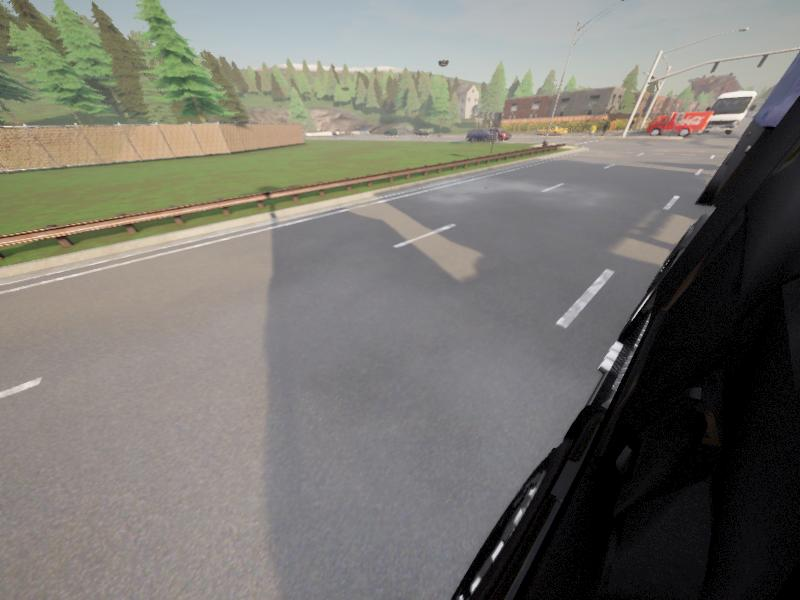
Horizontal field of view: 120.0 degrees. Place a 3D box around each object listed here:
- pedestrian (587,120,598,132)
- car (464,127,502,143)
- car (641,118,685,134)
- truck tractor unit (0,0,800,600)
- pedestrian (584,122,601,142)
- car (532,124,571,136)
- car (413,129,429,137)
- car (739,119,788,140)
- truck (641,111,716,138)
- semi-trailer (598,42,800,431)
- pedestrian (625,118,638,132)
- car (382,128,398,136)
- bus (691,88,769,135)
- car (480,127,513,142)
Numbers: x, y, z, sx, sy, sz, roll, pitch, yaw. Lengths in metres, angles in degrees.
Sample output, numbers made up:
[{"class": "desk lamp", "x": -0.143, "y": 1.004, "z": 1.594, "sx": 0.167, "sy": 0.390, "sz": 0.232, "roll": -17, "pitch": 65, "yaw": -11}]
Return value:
[{"class": "pedestrian", "x": 38.237, "y": -34.606, "z": 45.886, "sx": 0.751, "sy": 1.860, "sz": 0.751, "roll": -26, "pitch": 43, "yaw": -29}, {"class": "car", "x": 11.771, "y": -23.707, "z": 33.164, "sx": 2.097, "sy": 1.767, "sz": 4.553, "roll": -28, "pitch": 44, "yaw": -30}, {"class": "car", "x": 40.611, "y": -26.915, "z": 35.745, "sx": 3.866, "sy": 1.878, "sz": 1.905, "roll": -4, "pitch": 37, "yaw": -2}, {"class": "truck tractor unit", "x": 2.645, "y": -0.295, "z": 0.351, "sx": 6.516, "sy": 4.208, "sz": 3.053, "roll": -28, "pitch": 44, "yaw": -30}, {"class": "pedestrian", "x": 22.825, "y": -19.952, "z": 27.426, "sx": 0.751, "sy": 1.860, "sz": 0.751, "roll": -30, "pitch": 45, "yaw": -32}, {"class": "car", "x": 26.974, "y": -30.405, "z": 41.436, "sx": 1.801, "sy": 1.575, "sz": 5.366, "roll": -28, "pitch": 44, "yaw": -30}, {"class": "car", "x": 5.665, "y": -45.288, "z": 62.616, "sx": 1.970, "sy": 1.475, "sz": 3.806, "roll": -28, "pitch": 44, "yaw": -30}, {"class": "car", "x": 37.174, "y": -17.546, "z": 23.732, "sx": 4.902, "sy": 1.511, "sz": 2.128, "roll": -28, "pitch": 44, "yaw": -30}, {"class": "truck", "x": 34.730, "y": -22.021, "z": 29.060, "sx": 2.627, "sy": 2.467, "sz": 5.204, "roll": -27, "pitch": 44, "yaw": -29}, {"class": "semi-trailer", "x": 8.696, "y": -3.590, "z": 4.254, "sx": 14.254, "sy": 4.402, "sz": 2.717, "roll": -28, "pitch": 44, "yaw": -30}, {"class": "pedestrian", "x": 39.381, "y": -29.788, "z": 39.332, "sx": 0.751, "sy": 1.860, "sz": 0.751, "roll": -32, "pitch": 46, "yaw": -33}, {"class": "car", "x": -3.226, "y": -54.997, "z": 75.618, "sx": 2.150, "sy": 2.045, "sz": 5.566, "roll": -28, "pitch": 44, "yaw": -30}, {"class": "bus", "x": 43.918, "y": -24.902, "z": 30.898, "sx": 10.273, "sy": 4.253, "sz": 3.944, "roll": -28, "pitch": 44, "yaw": -30}, {"class": "car", "x": 14.547, "y": -24.985, "z": 34.872, "sx": 1.851, "sy": 1.617, "sz": 3.988, "roll": -28, "pitch": 44, "yaw": -30}]
